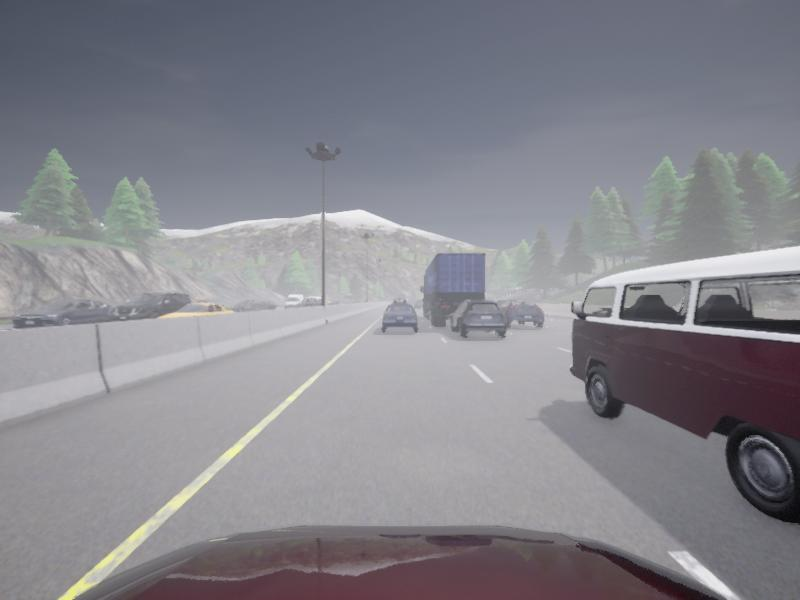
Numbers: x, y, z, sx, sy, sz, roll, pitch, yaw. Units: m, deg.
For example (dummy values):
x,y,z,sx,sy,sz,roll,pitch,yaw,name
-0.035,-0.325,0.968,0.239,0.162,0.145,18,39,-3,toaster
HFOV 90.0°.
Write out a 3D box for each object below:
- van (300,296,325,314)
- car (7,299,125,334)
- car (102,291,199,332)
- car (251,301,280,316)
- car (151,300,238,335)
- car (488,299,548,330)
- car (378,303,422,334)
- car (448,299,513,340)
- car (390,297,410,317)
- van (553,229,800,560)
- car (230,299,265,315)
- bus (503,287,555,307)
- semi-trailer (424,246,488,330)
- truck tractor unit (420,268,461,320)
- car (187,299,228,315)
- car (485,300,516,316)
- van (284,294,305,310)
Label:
x,y,z,sx,sy,sz,roll,pitch,yaw,name
-10.510,0.586,48.565,2.069,2.038,4.480,0,0,0,van
-17.504,0.787,21.411,2.152,1.651,5.027,0,0,0,car
-14.006,0.575,23.001,2.150,2.045,5.566,0,0,0,car
-14.009,0.828,41.773,1.789,1.549,3.705,0,0,0,car
-10.505,0.808,21.020,1.801,1.575,5.366,0,0,0,car
6.993,0.788,24.319,2.152,1.651,5.027,0,0,0,car
-0.003,0.901,21.373,2.033,1.411,5.357,0,0,0,car
3.489,0.784,18.398,2.033,1.649,4.856,0,0,0,car
-0.005,0.664,40.102,1.932,1.855,4.605,0,0,0,car
3.498,0.575,4.210,2.069,2.038,4.480,0,0,0,van
-17.511,0.770,46.234,2.242,1.667,4.611,0,0,0,car
28.649,-0.702,89.175,10.273,4.253,3.944,0,0,1,bus
3.345,-0.608,28.080,2.717,4.402,14.254,0,0,1,semi-trailer
3.461,-0.511,35.991,3.053,4.208,6.516,0,0,0,truck tractor unit
-21.007,0.770,43.867,2.242,1.667,4.611,0,0,0,car
10.489,0.791,42.042,2.033,1.649,4.856,0,0,0,car
-17.516,0.342,66.729,1.988,2.561,5.915,0,0,0,van
